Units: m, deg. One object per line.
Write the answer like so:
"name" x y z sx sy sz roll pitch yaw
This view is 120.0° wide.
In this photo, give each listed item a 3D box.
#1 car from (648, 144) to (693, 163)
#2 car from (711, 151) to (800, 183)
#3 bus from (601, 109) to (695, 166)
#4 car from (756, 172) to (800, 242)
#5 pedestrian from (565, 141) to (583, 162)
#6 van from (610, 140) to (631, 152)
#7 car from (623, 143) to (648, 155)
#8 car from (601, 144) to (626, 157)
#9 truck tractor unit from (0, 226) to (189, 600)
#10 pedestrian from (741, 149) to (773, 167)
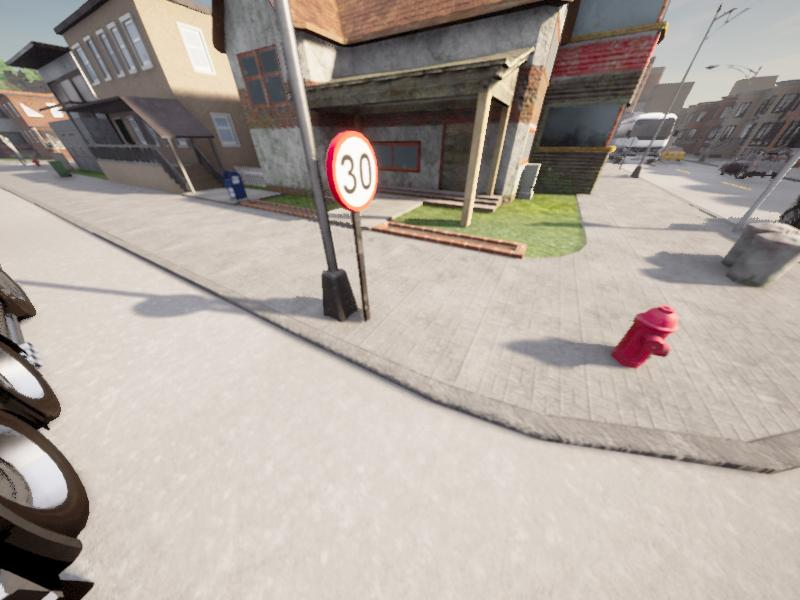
"car" 31.074 -17.011 26.750 1.801 1.575 5.366 18 39 24
"car" 22.780 -8.667 14.888 1.845 1.501 3.633 18 39 24
"bus" 26.389 -17.841 25.658 3.944 4.253 10.273 18 38 24
"car" 11.301 -1.744 5.064 2.007 1.525 4.514 18 39 25
"pedestrian" 18.951 -16.177 25.204 0.751 1.860 0.751 -13 37 -17
"van" 46.571 -32.589 48.949 2.069 2.038 4.480 18 39 24
"car" 39.620 -25.560 39.035 1.970 1.475 3.806 18 39 24
"car" 32.328 -22.832 35.175 1.837 1.490 4.892 18 39 24
"truck tractor unit" -5.046 -0.359 0.875 6.516 4.208 3.053 21 40 27
"pedestrian" 30.987 -12.344 20.067 0.751 1.300 0.751 -7 35 -9
